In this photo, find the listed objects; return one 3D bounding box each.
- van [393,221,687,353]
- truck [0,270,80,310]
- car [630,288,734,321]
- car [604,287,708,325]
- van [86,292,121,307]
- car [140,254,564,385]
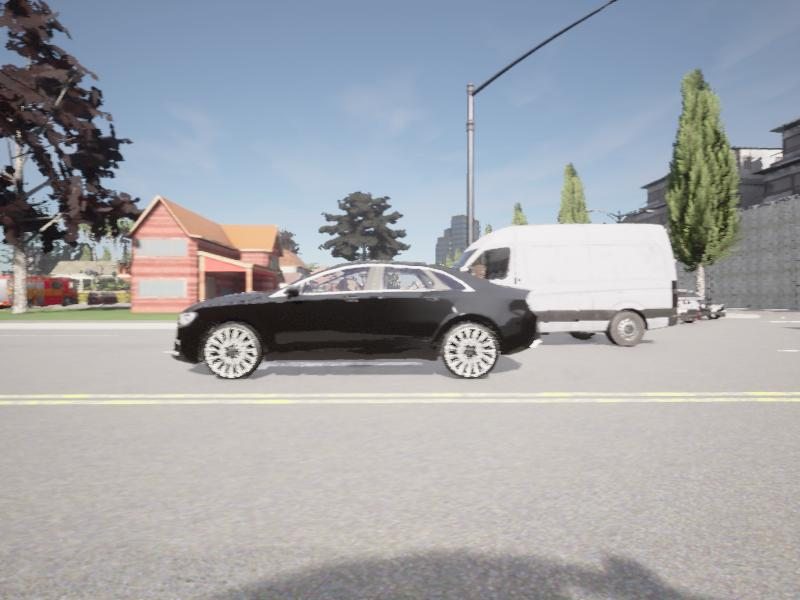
[{"bbox_3d":[2.885,-0.298,9.056,5.915,2.561,1.988,-1,0,-4],"label":"van"},{"bbox_3d":[-39.244,-0.992,43.201,2.891,3.827,8.468,0,0,-2],"label":"truck"},{"bbox_3d":[14.231,0.217,20.661,1.837,1.490,4.892,0,0,-1],"label":"car"},{"bbox_3d":[10.816,0.229,17.269,1.970,1.475,3.806,0,0,-1],"label":"car"},{"bbox_3d":[-39.988,-0.088,54.082,1.775,1.987,4.442,0,0,-6],"label":"van"},{"bbox_3d":[-0.555,0.227,5.699,4.902,1.511,2.128,0,0,0],"label":"car"}]
